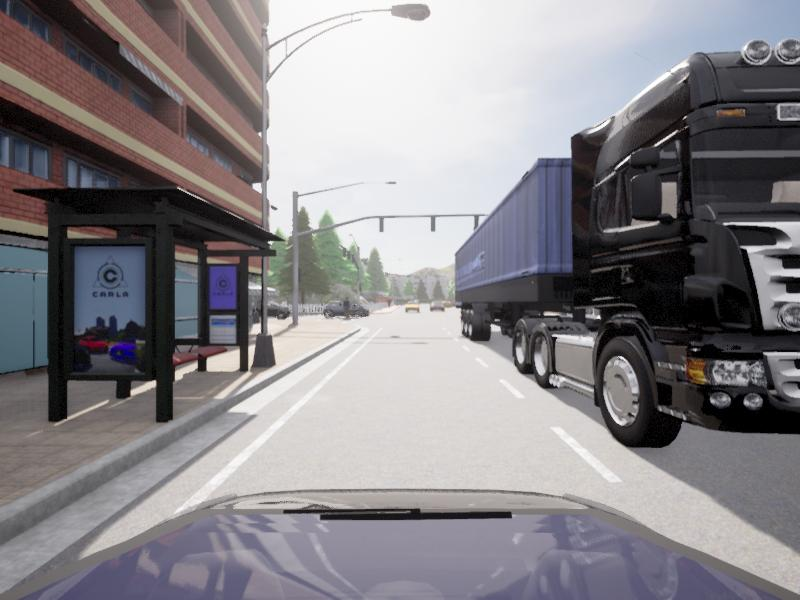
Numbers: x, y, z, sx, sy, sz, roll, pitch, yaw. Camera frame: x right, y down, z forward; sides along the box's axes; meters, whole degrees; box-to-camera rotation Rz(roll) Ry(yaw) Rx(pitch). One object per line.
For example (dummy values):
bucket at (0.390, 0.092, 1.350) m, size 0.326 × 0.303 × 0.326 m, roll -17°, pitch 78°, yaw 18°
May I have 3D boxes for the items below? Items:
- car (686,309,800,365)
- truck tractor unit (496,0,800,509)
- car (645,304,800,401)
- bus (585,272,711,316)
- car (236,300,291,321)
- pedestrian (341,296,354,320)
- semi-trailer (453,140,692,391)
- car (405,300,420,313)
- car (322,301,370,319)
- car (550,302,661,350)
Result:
car at (10.890, 0.949, 11.627) m, size 1.895 × 1.301 × 4.718 m, roll 0°, pitch 0°, yaw 2°
truck tractor unit at (3.726, -0.512, 6.257) m, size 3.053 × 4.208 × 6.516 m, roll 0°, pitch 0°, yaw 2°
car at (7.280, 0.848, 8.035) m, size 1.837 × 1.490 × 4.892 m, roll 0°, pitch 0°, yaw 2°
bus at (24.878, -0.572, 40.654) m, size 10.273 × 4.253 × 3.944 m, roll 0°, pitch 0°, yaw 1°
car at (-10.193, 0.772, 30.194) m, size 3.705 × 1.549 × 1.789 m, roll 0°, pitch 0°, yaw -11°
pedestrian at (-4.104, 0.598, 31.307) m, size 0.751 × 1.860 × 0.751 m, roll 0°, pitch 0°, yaw 25°
semi-trailer at (3.960, -0.612, 14.166) m, size 2.717 × 4.402 × 14.254 m, roll 0°, pitch 0°, yaw 2°
car at (1.651, 0.822, 52.279) m, size 1.801 × 1.575 × 5.366 m, roll 0°, pitch 0°, yaw 3°
car at (-4.540, 0.819, 34.108) m, size 3.806 × 1.475 × 1.970 m, roll 0°, pitch 0°, yaw -2°
car at (7.494, 0.851, 15.241) m, size 1.837 × 1.490 × 4.892 m, roll 0°, pitch 0°, yaw 2°
